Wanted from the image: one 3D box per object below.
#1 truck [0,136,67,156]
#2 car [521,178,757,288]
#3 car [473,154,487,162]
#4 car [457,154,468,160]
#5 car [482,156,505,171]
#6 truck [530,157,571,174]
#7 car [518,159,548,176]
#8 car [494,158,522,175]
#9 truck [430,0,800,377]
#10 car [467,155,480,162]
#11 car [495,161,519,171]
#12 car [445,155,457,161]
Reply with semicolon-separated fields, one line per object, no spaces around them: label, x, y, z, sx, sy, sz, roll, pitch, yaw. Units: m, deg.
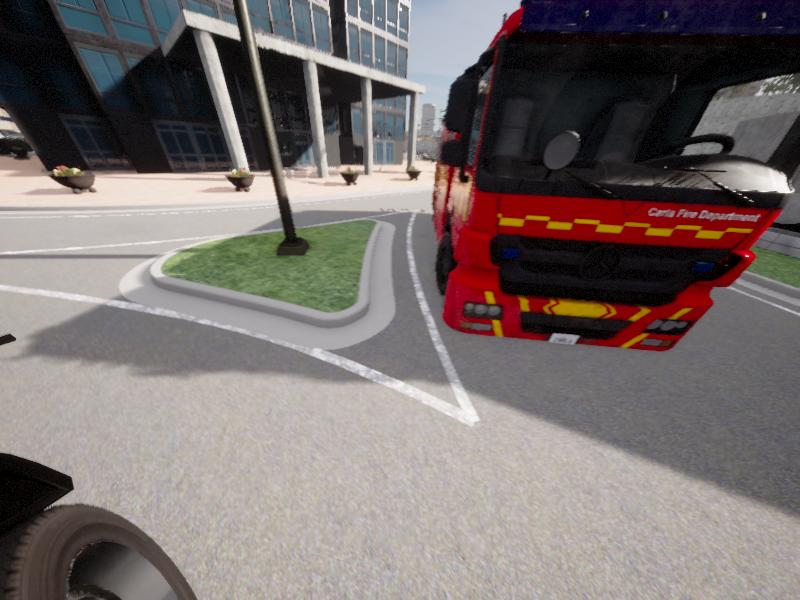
truck;-51.985;-21.406;32.199;2.390;2.098;6.274;-1;32;-6
car;5.798;-2.444;6.933;1.801;1.575;5.366;4;33;2
car;26.383;-47.138;76.613;2.150;2.045;5.566;0;33;-5
car;22.330;-51.189;82.776;2.097;1.767;4.553;0;33;-5
car;15.441;-22.648;38.365;1.905;1.878;3.866;1;33;-2
truck;26.252;-23.837;40.776;2.390;2.098;6.274;-3;33;-8
car;18.859;-19.047;33.081;1.905;1.878;3.866;3;33;0
car;15.403;-19.314;33.255;1.932;1.855;4.605;3;33;0
truck;2.440;-3.030;5.535;2.891;3.827;8.468;5;33;3
car;23.211;-44.532;72.726;2.242;1.667;4.611;0;33;-5
car;18.890;-23.764;40.872;1.895;1.301;4.718;1;33;-3
car;16.127;-45.113;73.364;2.033;1.411;5.357;0;33;-5
